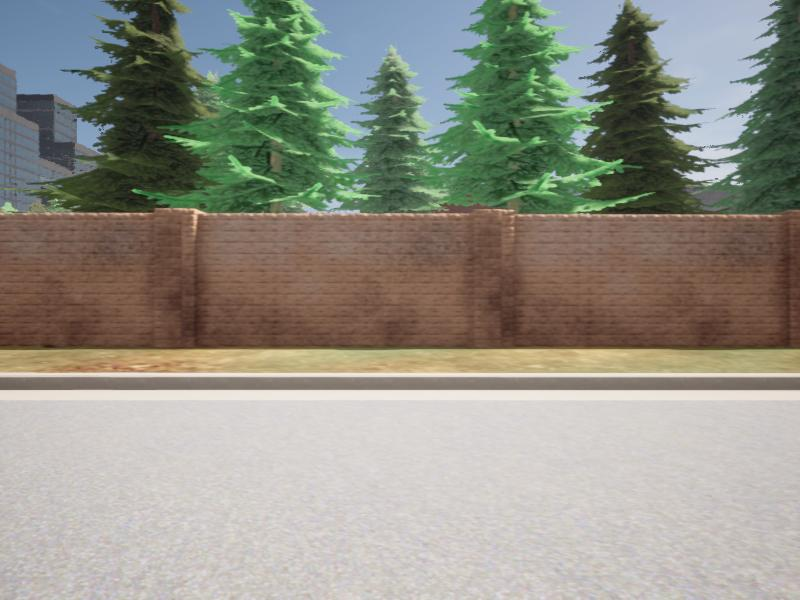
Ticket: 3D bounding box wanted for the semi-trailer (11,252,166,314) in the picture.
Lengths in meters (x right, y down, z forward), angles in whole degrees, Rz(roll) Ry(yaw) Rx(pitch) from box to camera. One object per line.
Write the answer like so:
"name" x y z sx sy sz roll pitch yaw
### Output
"semi-trailer" -26.419 -1.232 35.667 2.717 4.402 14.254 0 0 0
